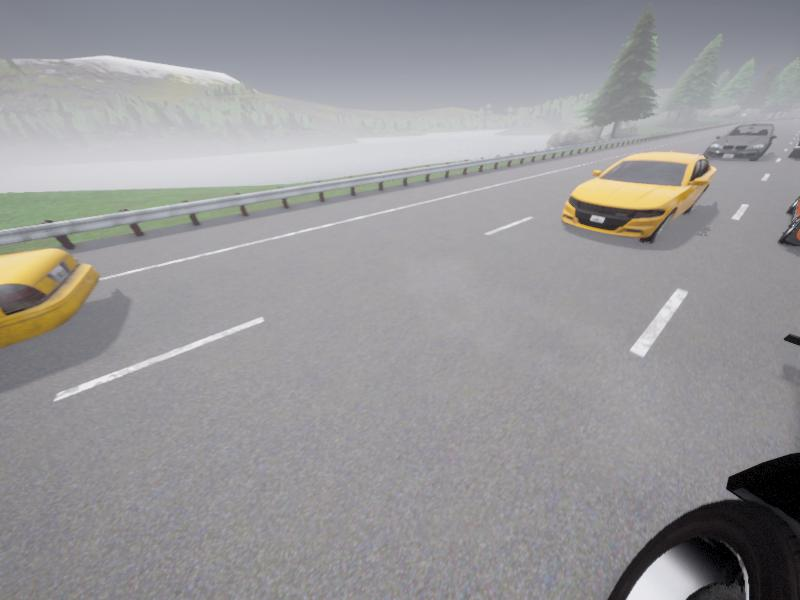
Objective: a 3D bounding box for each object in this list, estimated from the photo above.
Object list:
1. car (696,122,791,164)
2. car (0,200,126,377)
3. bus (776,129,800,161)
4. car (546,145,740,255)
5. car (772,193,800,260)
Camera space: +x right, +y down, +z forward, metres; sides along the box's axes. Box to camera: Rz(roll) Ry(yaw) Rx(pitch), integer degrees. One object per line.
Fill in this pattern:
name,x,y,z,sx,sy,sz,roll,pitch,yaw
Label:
car,20.421,-9.427,13.769,4.611,1.667,2.242,-25,42,-26
car,-6.876,0.562,2.097,5.366,1.575,1.801,-25,42,-27
bus,26.026,-10.393,12.565,10.273,4.253,3.944,-24,41,-27
car,6.280,-2.887,5.953,5.008,1.535,1.882,-25,42,-27
car,9.603,-1.954,4.259,4.553,1.767,2.097,-25,42,-27
